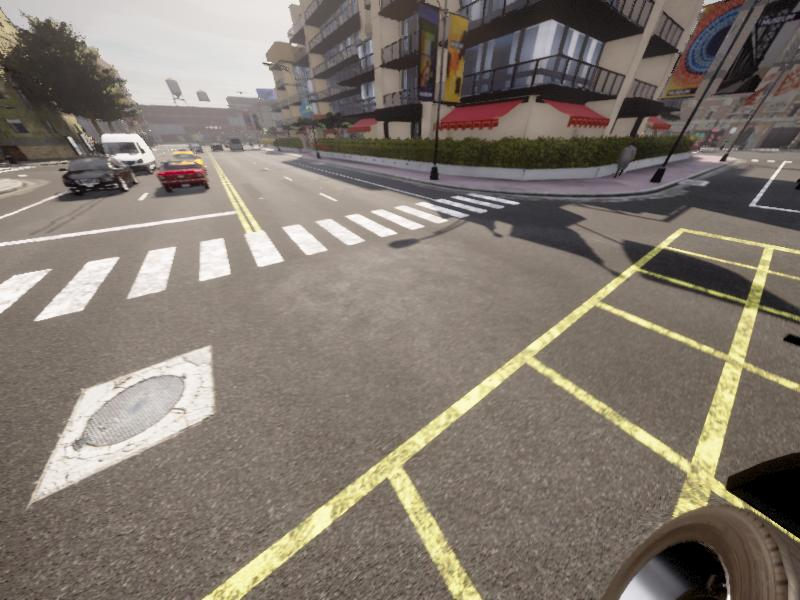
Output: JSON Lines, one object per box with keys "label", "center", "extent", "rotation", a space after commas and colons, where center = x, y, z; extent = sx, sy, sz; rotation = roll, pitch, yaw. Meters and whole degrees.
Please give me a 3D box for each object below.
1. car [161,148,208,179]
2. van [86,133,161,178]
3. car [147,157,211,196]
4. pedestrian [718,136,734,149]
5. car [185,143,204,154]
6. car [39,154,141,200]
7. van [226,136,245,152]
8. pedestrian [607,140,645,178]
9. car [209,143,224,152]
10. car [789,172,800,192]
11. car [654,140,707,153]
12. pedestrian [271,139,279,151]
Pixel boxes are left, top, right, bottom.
{"label": "car", "center": [-15.969, -10.345, 17.331], "extent": [1.801, 1.575, 5.366], "rotation": [-22, 41, -28]}
{"label": "van", "center": [-21.094, -11.389, 18.028], "extent": [1.988, 2.561, 5.915], "rotation": [-22, 41, -28]}
{"label": "car", "center": [-11.977, -7.000, 12.804], "extent": [1.895, 1.301, 4.718], "rotation": [-22, 41, -28]}
{"label": "pedestrian", "center": [56.180, -27.124, 39.837], "extent": [0.751, 1.860, 0.751], "rotation": [29, 45, 35]}
{"label": "car", "center": [-37.283, -27.569, 41.979], "extent": [2.128, 1.511, 4.902], "rotation": [-22, 41, -28]}
{"label": "car", "center": [-15.743, -6.636, 12.154], "extent": [1.837, 1.490, 4.892], "rotation": [-22, 41, -28]}
{"label": "van", "center": [-34.451, -32.684, 48.296], "extent": [1.988, 2.561, 5.915], "rotation": [-22, 41, -28]}
{"label": "pedestrian", "center": [13.181, -8.227, 13.502], "extent": [0.751, 1.860, 0.751], "rotation": [-23, 41, -28]}
{"label": "car", "center": [-37.480, -31.215, 47.157], "extent": [1.837, 1.490, 4.892], "rotation": [-22, 41, -28]}
{"label": "car", "center": [21.667, -6.282, 11.376], "extent": [5.357, 1.411, 2.033], "rotation": [-22, 41, -28]}
{"label": "car", "center": [46.123, -25.344, 38.162], "extent": [2.152, 1.651, 5.027], "rotation": [-22, 41, -27]}
{"label": "pedestrian", "center": [-24.508, -30.412, 45.272], "extent": [0.751, 1.860, 0.751], "rotation": [-25, 42, -31]}
